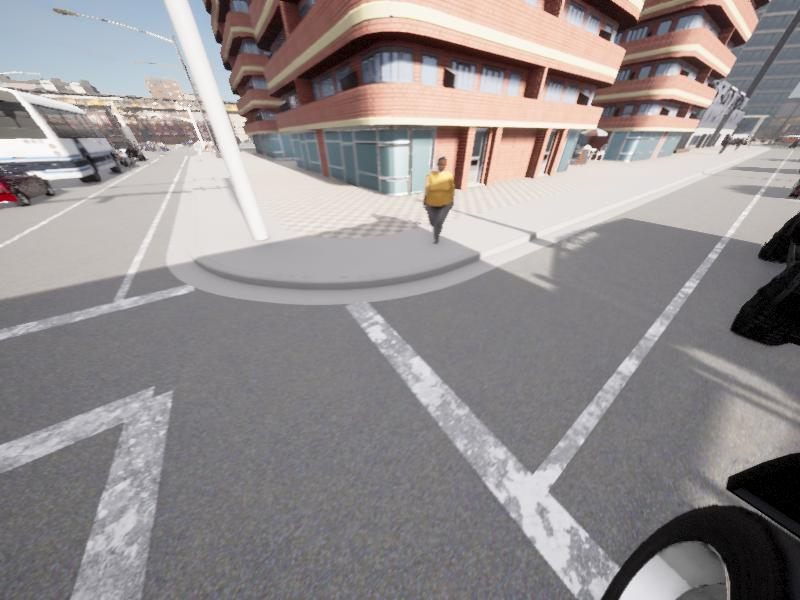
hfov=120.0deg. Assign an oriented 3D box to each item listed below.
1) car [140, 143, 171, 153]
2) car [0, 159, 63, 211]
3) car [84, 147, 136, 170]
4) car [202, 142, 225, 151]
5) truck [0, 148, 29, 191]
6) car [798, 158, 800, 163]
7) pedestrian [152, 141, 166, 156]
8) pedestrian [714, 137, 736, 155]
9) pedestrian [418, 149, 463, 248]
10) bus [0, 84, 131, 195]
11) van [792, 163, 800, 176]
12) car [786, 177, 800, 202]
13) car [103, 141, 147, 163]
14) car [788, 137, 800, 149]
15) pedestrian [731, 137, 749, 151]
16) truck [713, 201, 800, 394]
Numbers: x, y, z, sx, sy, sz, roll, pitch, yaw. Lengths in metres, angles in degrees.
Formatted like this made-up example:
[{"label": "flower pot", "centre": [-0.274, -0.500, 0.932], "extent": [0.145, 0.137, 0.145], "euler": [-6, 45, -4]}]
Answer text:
[{"label": "car", "centre": [-48.837, -30.454, 46.269], "extent": [3.806, 1.475, 1.970], "euler": [-19, 39, -25]}, {"label": "car", "centre": [-16.633, -4.822, 9.549], "extent": [1.845, 1.501, 3.633], "euler": [-23, 41, -28]}, {"label": "car", "centre": [-27.891, -13.837, 22.421], "extent": [2.038, 1.542, 4.974], "euler": [-24, 41, -29]}, {"label": "car", "centre": [-42.764, -35.260, 52.944], "extent": [3.806, 1.475, 1.970], "euler": [-22, 41, -27]}, {"label": "truck", "centre": [-22.900, -6.721, 11.478], "extent": [2.627, 2.467, 5.204], "euler": [-23, 41, -28]}, {"label": "car", "centre": [41.640, -14.618, 22.666], "extent": [4.605, 1.855, 1.932], "euler": [-22, 41, -28]}, {"label": "pedestrian", "centre": [-37.951, -23.867, 36.353], "extent": [0.751, 1.860, 0.751], "euler": [-22, 40, -27]}, {"label": "pedestrian", "centre": [41.211, -19.492, 29.282], "extent": [0.751, 1.860, 0.751], "euler": [27, 43, 33]}, {"label": "pedestrian", "centre": [0.867, -2.198, 5.094], "extent": [0.751, 1.860, 0.751], "euler": [7, 36, 11]}, {"label": "bus", "centre": [-21.641, -9.737, 14.199], "extent": [3.944, 4.253, 10.273], "euler": [-23, 41, -28]}, {"label": "van", "centre": [29.271, -9.640, 15.565], "extent": [4.480, 2.038, 2.069], "euler": [-22, 41, -28]}, {"label": "car", "centre": [18.573, -4.998, 9.654], "extent": [4.181, 1.385, 1.994], "euler": [-22, 41, -28]}, {"label": "car", "centre": [-32.513, -17.743, 27.549], "extent": [2.150, 2.045, 5.566], "euler": [-24, 42, -30]}, {"label": "car", "centre": [77.986, -30.310, 44.616], "extent": [4.605, 1.855, 1.932], "euler": [-29, 44, -34]}, {"label": "pedestrian", "centre": [53.853, -24.718, 36.587], "extent": [0.751, 1.860, 0.751], "euler": [-22, 40, -27]}, {"label": "truck", "centre": [7.140, -0.640, 2.935], "extent": [6.274, 2.098, 2.390], "euler": [-22, 41, -28]}]
